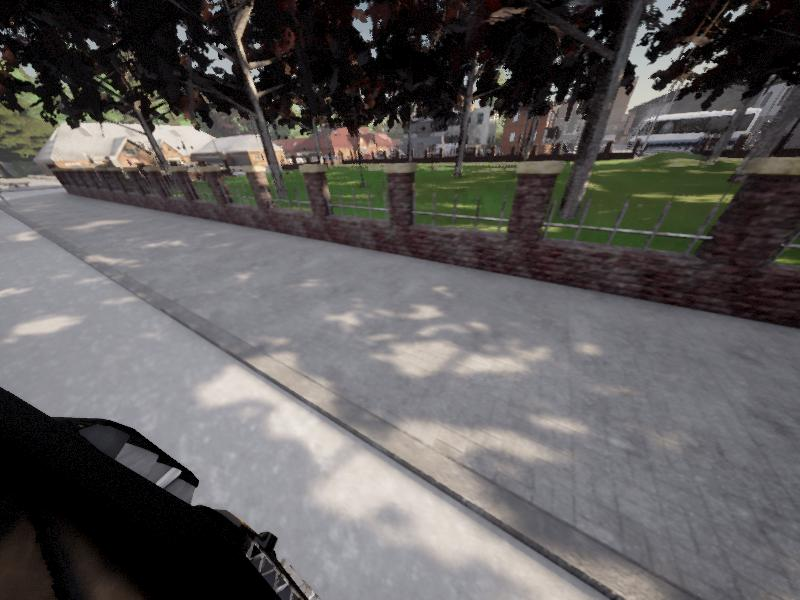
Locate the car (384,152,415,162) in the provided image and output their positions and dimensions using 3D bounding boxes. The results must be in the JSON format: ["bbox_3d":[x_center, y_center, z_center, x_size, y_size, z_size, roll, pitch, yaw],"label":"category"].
[{"bbox_3d":[-0.084,-26.832,43.323,5.357,1.411,2.033,17,38,27],"label":"car"}]

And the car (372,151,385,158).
[{"bbox_3d":[-6.131,-41.643,65.990,1.851,1.617,3.988,16,38,26],"label":"car"}]

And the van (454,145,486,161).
[{"bbox_3d":[11.154,-23.683,37.186,4.442,1.987,1.775,15,37,24],"label":"van"}]

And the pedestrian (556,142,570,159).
[{"bbox_3d":[21.526,-19.752,30.537,0.751,1.860,0.751,-1,33,3],"label":"pedestrian"}]

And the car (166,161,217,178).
[{"bbox_3d":[-29.369,-18.514,32.659,2.242,1.667,4.611,16,38,26],"label":"car"}]

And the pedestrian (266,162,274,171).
[{"bbox_3d":[-18.473,-19.025,32.910,0.500,1.100,0.500,16,38,26],"label":"pedestrian"}]

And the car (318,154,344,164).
[{"bbox_3d":[-14.168,-29.202,47.824,1.882,1.535,5.008,16,38,26],"label":"car"}]

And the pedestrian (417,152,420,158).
[{"bbox_3d":[3.988,-30.912,49.213,0.500,1.100,0.500,16,38,26],"label":"pedestrian"}]

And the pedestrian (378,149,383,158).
[{"bbox_3d":[-4.929,-36.295,57.370,0.751,1.860,0.751,22,41,33],"label":"pedestrian"}]

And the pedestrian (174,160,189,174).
[{"bbox_3d":[-33.353,-20.266,35.202,0.751,1.860,0.751,15,37,25],"label":"pedestrian"}]

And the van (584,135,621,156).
[{"bbox_3d":[30.677,-23.653,35.290,2.351,2.431,6.366,12,36,21],"label":"van"}]

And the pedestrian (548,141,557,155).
[{"bbox_3d":[25.364,-25.296,38.437,0.751,1.860,0.751,18,39,28],"label":"pedestrian"}]

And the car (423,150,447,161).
[{"bbox_3d":[5.999,-25.004,39.982,3.633,1.501,1.845,15,37,25],"label":"car"}]

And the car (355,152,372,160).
[{"bbox_3d":[-9.591,-38.056,61.037,1.994,1.385,4.181,16,38,26],"label":"car"}]

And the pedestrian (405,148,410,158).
[{"bbox_3d":[1.686,-31.754,49.968,0.751,1.860,0.751,26,43,36],"label":"pedestrian"}]

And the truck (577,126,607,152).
[{"bbox_3d":[38.073,-32.005,46.112,2.891,3.827,8.468,16,38,26],"label":"truck"}]

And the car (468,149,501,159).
[{"bbox_3d":[14.414,-24.932,39.461,4.718,1.301,1.895,18,39,28],"label":"car"}]

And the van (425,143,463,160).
[{"bbox_3d":[8.046,-27.431,42.688,6.366,2.431,2.351,16,38,26],"label":"van"}]

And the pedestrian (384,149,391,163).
[{"bbox_3d":[-2.017,-24.186,38.808,0.751,1.860,0.751,16,38,26],"label":"pedestrian"}]

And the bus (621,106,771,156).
[{"bbox_3d":[35.310,-20.683,28.809,10.273,4.253,3.944,22,43,32],"label":"bus"}]

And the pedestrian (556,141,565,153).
[{"bbox_3d":[30.334,-29.033,43.722,0.751,1.860,0.751,9,35,17],"label":"pedestrian"}]
